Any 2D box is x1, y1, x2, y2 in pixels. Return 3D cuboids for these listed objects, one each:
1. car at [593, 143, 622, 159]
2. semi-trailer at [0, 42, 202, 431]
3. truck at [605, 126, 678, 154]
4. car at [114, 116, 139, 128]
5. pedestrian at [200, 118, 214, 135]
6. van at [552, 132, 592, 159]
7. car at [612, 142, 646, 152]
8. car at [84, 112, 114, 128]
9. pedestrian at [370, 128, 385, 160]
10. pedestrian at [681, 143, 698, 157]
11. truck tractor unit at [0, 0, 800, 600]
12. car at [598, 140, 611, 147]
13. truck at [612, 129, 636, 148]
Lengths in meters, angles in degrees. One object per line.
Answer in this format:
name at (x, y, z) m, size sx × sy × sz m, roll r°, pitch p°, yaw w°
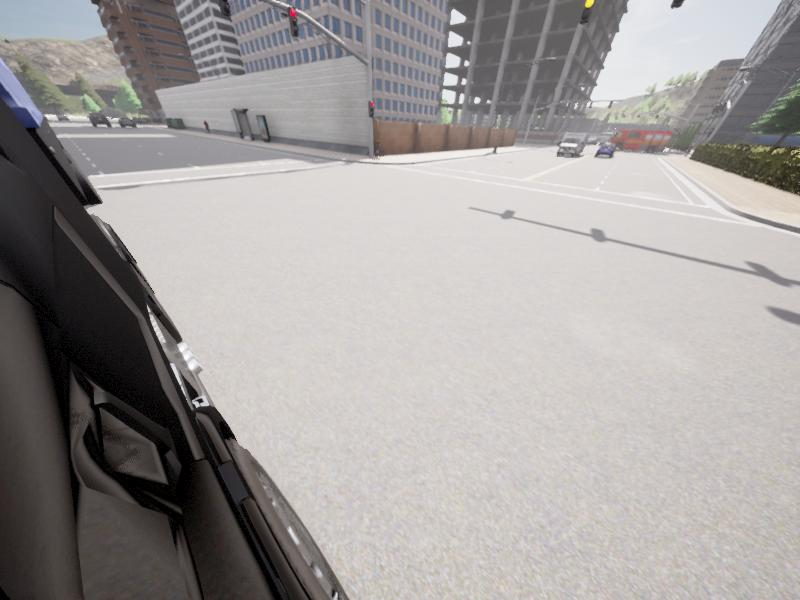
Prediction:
car at (27.149, -19.607, 30.253) m, size 2.007 × 1.525 × 4.514 m, roll 29°, pitch 44°, yaw 31°
semi-trailer at (-8.705, -3.607, 4.212) m, size 14.254 × 4.402 × 2.717 m, roll 28°, pitch 44°, yaw 30°
truck at (44.641, -29.943, 43.200) m, size 8.468 × 3.827 × 2.891 m, roll 27°, pitch 43°, yaw 29°
car at (-52.855, -34.293, 44.586) m, size 4.856 × 1.649 × 2.033 m, roll 28°, pitch 44°, yaw 30°
pedestrian at (-27.417, -24.621, 32.829) m, size 0.751 × 1.860 × 0.751 m, roll 31°, pitch 45°, yaw 32°
van at (21.576, -19.392, 28.864) m, size 2.351 × 2.431 × 6.366 m, roll 28°, pitch 44°, yaw 30°
car at (46.076, -30.865, 46.625) m, size 4.718 × 1.301 × 1.895 m, roll 27°, pitch 43°, yaw 29°
car at (-55.151, -32.942, 42.307) m, size 5.566 × 2.045 × 2.150 m, roll 28°, pitch 44°, yaw 30°
pedestrian at (-1.586, -11.305, 16.772) m, size 0.751 × 1.860 × 0.751 m, roll -25°, pitch 45°, yaw -32°
pedestrian at (48.191, -24.978, 38.414) m, size 0.751 × 1.860 × 0.751 m, roll -12°, pitch 39°, yaw -19°
truck tractor unit at (-2.645, -0.295, 0.351) m, size 6.516 × 4.208 × 3.053 m, roll 28°, pitch 44°, yaw 30°
car at (54.339, -41.540, 61.365) m, size 1.895 × 1.301 × 4.718 m, roll 28°, pitch 44°, yaw 30°
truck at (58.983, -42.433, 60.743) m, size 2.891 × 3.827 × 8.468 m, roll 28°, pitch 44°, yaw 30°
